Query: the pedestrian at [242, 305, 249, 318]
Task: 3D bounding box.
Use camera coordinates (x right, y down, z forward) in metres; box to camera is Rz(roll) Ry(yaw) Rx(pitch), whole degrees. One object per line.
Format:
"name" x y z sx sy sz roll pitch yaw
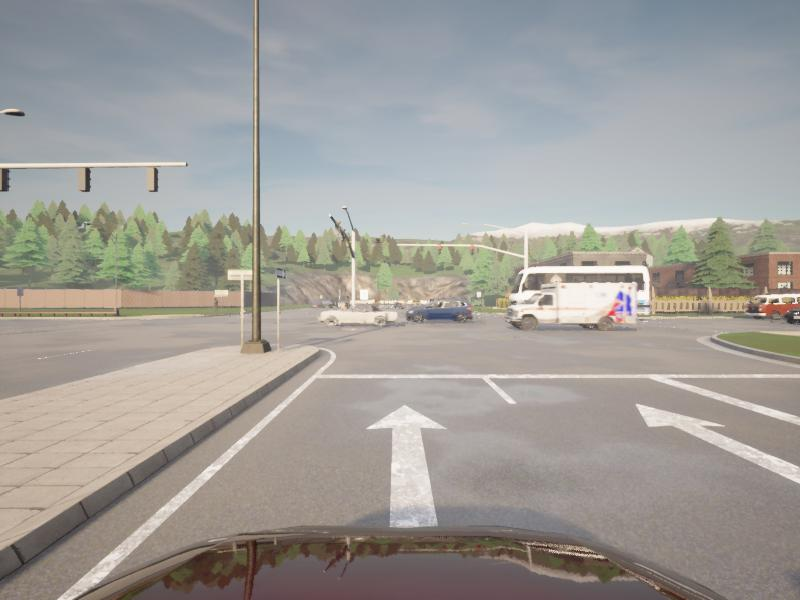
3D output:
"pedestrian" -14.178 1.056 36.661 0.500 1.100 0.500 0 0 -5

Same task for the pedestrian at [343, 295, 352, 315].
"pedestrian" -5.128 0.485 38.884 0.751 1.860 0.751 0 0 2

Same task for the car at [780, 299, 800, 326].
"car" 26.984 0.780 24.723 5.027 1.651 2.152 0 0 -1

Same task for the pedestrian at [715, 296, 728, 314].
"pedestrian" 33.463 0.485 41.676 0.751 1.860 0.751 0 0 0

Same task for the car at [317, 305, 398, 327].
"car" -2.500 0.944 24.366 4.718 1.301 1.895 0 0 -1

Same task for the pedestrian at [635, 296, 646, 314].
"pedestrian" 25.109 0.485 41.798 0.751 1.860 0.751 0 0 0

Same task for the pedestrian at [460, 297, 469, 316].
"pedestrian" 6.286 0.637 39.147 0.751 1.860 0.751 0 0 -6

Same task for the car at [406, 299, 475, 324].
"car" 2.727 0.756 27.928 4.611 1.667 2.242 0 0 -1

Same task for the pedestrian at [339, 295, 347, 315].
"pedestrian" -5.355 0.485 37.512 0.751 1.860 0.751 0 0 -9

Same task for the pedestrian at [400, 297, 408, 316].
"pedestrian" 0.378 0.642 39.441 0.751 1.860 0.751 0 0 5

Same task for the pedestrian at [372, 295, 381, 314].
"pedestrian" -2.359 0.485 39.636 0.751 1.860 0.751 0 0 -19

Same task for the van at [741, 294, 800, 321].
"van" 30.197 0.561 31.764 4.480 2.038 2.069 -1 0 -1

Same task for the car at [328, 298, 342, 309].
"car" -11.636 0.656 71.464 1.905 1.878 3.866 0 0 0

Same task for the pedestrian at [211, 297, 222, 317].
"pedestrian" -17.072 0.637 37.147 0.751 1.860 0.751 0 0 -8

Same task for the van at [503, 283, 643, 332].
"van" 8.881 0.378 21.007 6.366 2.431 2.351 0 0 -1

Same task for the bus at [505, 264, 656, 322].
"bus" 13.974 -0.533 31.943 10.273 4.253 3.944 0 0 6
